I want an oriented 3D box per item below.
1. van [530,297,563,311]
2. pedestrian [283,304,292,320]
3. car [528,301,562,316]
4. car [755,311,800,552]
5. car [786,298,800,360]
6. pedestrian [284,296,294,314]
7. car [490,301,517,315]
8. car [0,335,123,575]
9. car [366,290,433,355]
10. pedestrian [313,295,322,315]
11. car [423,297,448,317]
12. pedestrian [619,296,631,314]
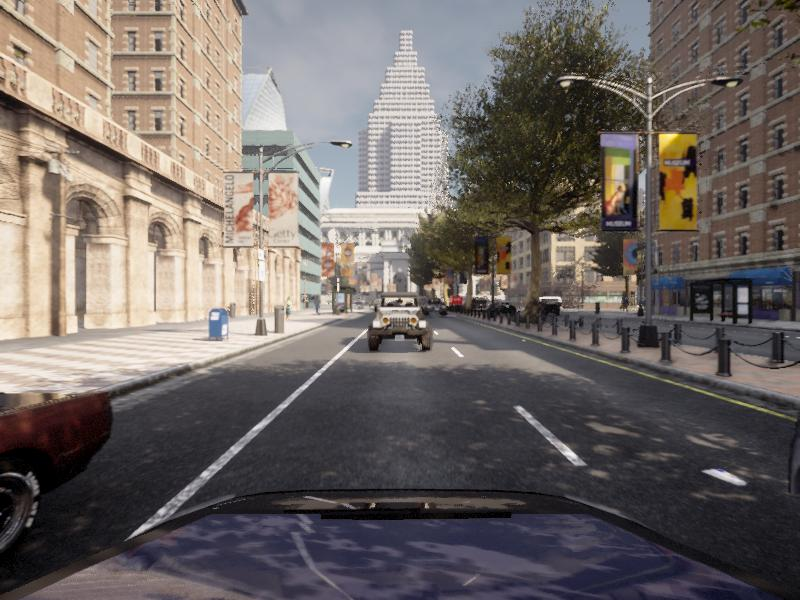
[{"bbox_3d":[21.223,0.579,58.106,4.480,2.038,2.069,0,1,20],"label":"van"},{"bbox_3d":[-8.148,0.869,29.043,0.500,1.100,0.500,0,0,3],"label":"pedestrian"},{"bbox_3d":[14.969,0.847,41.581,1.837,1.490,4.892,0,-1,0],"label":"car"},{"bbox_3d":[3.447,0.828,1.017,1.845,1.501,3.633,0,0,-1],"label":"car"},{"bbox_3d":[11.665,0.772,8.398,1.930,1.638,5.238,0,0,-2],"label":"car"},{"bbox_3d":[-11.348,0.490,40.931,0.751,1.860,0.751,0,0,12],"label":"pedestrian"},{"bbox_3d":[11.468,0.859,44.660,1.970,1.475,3.806,0,0,0],"label":"car"},{"bbox_3d":[-3.253,0.939,0.977,1.895,1.301,4.718,0,0,0],"label":"car"},{"bbox_3d":[-0.013,0.649,13.409,1.905,1.878,3.866,0,0,0],"label":"car"},{"bbox_3d":[-7.702,0.490,37.391,0.751,1.860,0.751,0,0,-2],"label":"pedestrian"},{"bbox_3d":[3.425,0.658,39.404,1.932,1.855,4.605,0,0,-1],"label":"car"},{"bbox_3d":[23.525,0.490,41.837,0.751,1.860,0.751,0,0,-4],"label":"pedestrian"}]
